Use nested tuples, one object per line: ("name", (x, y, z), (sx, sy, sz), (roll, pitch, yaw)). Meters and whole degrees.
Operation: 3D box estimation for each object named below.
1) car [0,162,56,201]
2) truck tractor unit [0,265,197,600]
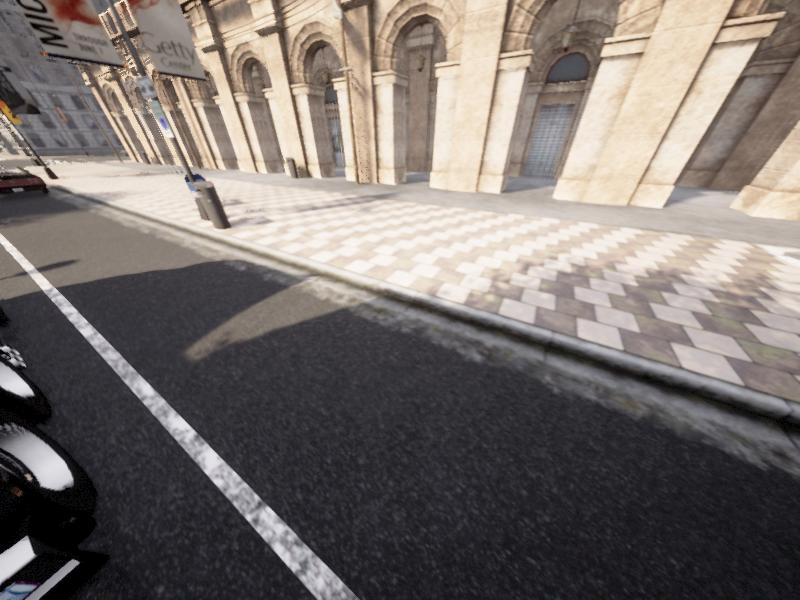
("car", (-20.329, -6.170, 11.890), (4.718, 1.301, 1.895), (18, 39, 24))
("truck tractor unit", (-5.113, -0.300, 0.776), (6.516, 4.208, 3.053), (18, 39, 24))
